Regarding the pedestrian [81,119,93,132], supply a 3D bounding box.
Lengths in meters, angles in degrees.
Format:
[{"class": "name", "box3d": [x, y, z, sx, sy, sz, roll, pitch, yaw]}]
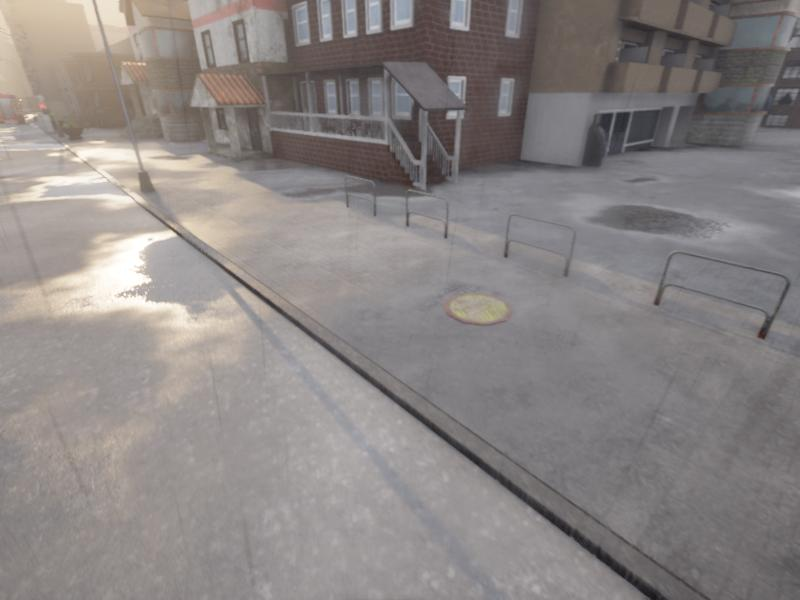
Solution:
[{"class": "pedestrian", "box3d": [-29.194, -16.245, 37.288, 0.500, 1.100, 0.500, -24, 35, -38]}]

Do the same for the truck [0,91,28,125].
[{"class": "truck", "box3d": [-52.665, -25.804, 53.499, 2.891, 3.827, 8.468, -22, 34, -36]}]

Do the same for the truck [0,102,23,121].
[{"class": "truck", "box3d": [-59.494, -28.654, 60.636, 2.627, 2.467, 5.204, -22, 34, -36]}]
